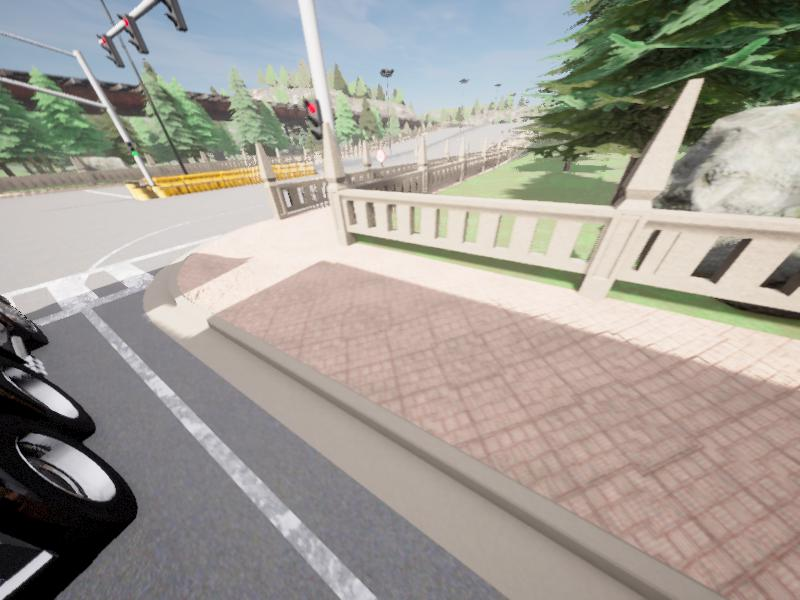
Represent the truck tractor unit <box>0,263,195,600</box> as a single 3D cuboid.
[{"bbox_3d":[-5.258,-0.081,0.945,6.516,4.208,3.053,11,40,29],"label":"truck tractor unit"}]
